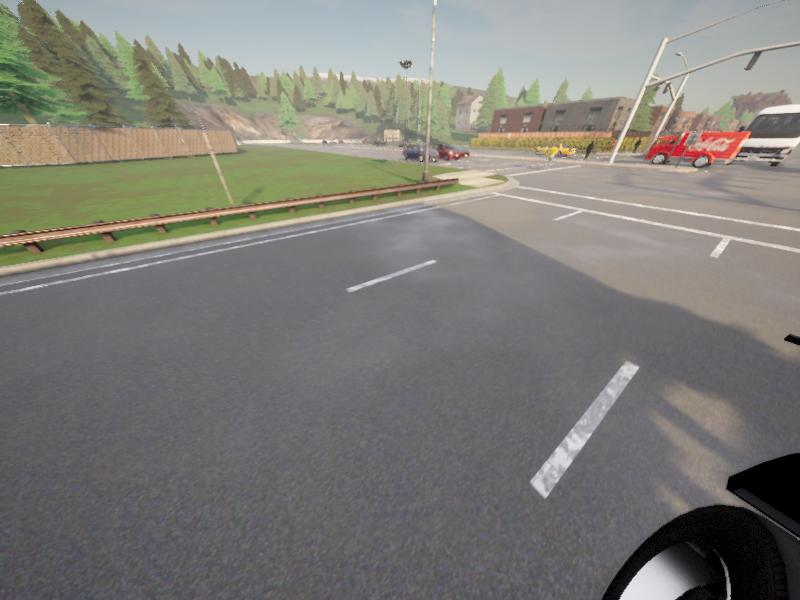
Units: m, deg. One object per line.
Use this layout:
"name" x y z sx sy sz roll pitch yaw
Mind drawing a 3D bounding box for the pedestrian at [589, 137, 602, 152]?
"pedestrian" 30.463 -24.222 36.001 0.751 1.860 0.751 -20 40 -26

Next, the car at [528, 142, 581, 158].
"car" 20.133 -19.807 30.396 1.801 1.575 5.366 -22 40 -27

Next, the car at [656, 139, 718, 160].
"car" 32.200 -16.998 26.033 3.866 1.878 1.905 -3 35 -4

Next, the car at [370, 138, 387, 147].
"car" -6.251 -45.664 66.864 2.150 2.045 5.566 -22 41 -28

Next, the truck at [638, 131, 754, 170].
"truck" 24.681 -12.778 19.631 2.627 2.467 5.204 -22 41 -27

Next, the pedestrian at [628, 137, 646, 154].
"pedestrian" 30.844 -20.072 30.064 0.751 1.860 0.751 -24 42 -30

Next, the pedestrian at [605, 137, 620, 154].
"pedestrian" 29.527 -21.473 32.117 0.751 1.860 0.751 21 41 28

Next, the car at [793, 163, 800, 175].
"car" 29.454 -9.493 15.759 4.902 1.511 2.128 -22 41 -28

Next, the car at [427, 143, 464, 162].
"car" 5.130 -17.073 26.643 1.851 1.617 3.988 -22 40 -27

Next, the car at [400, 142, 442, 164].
"car" 2.176 -16.054 25.065 2.097 1.767 4.553 -22 40 -27

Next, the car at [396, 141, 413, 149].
"car" 1.014 -35.816 53.341 1.970 1.475 3.806 -22 41 -28

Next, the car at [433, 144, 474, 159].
"car" 6.762 -19.230 29.792 2.163 1.488 4.792 -22 40 -27

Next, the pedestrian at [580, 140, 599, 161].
"pedestrian" 19.906 -15.728 24.335 0.751 1.860 0.751 -23 41 -28

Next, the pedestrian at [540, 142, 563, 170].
"pedestrian" 11.909 -11.344 18.203 0.751 1.860 0.751 -24 42 -30

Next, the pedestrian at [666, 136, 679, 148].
"pedestrian" 53.697 -31.092 45.509 0.751 1.860 0.751 -21 40 -26

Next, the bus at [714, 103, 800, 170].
"bus" 34.121 -14.907 20.994 10.273 4.253 3.944 -23 41 -27
